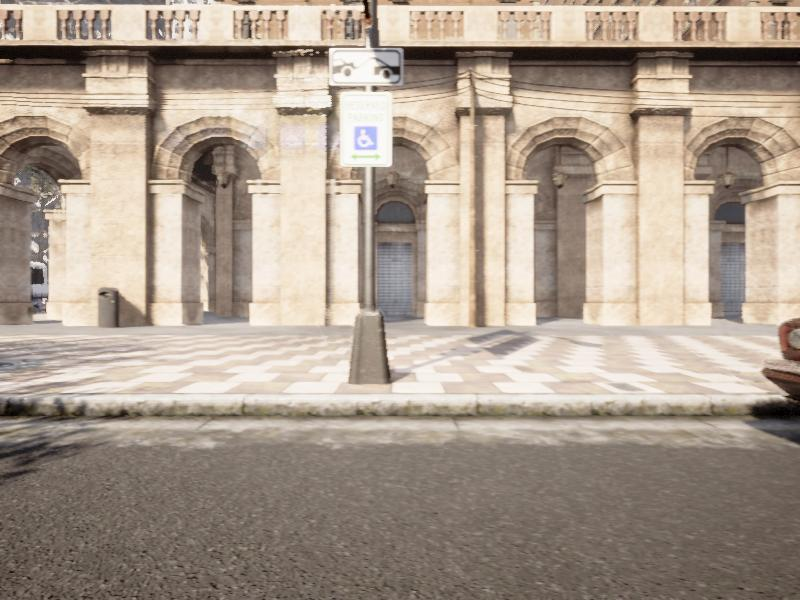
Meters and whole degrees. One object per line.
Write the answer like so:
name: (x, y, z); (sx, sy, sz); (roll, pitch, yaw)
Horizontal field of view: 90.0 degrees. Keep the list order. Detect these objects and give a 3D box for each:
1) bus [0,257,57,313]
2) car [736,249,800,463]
bus: (-32.173, -1.147, 30.049); (3.944, 4.253, 10.273); (0, 0, 0)
car: (4.791, 0.341, 1.952); (4.718, 1.301, 1.895); (0, 0, 0)
